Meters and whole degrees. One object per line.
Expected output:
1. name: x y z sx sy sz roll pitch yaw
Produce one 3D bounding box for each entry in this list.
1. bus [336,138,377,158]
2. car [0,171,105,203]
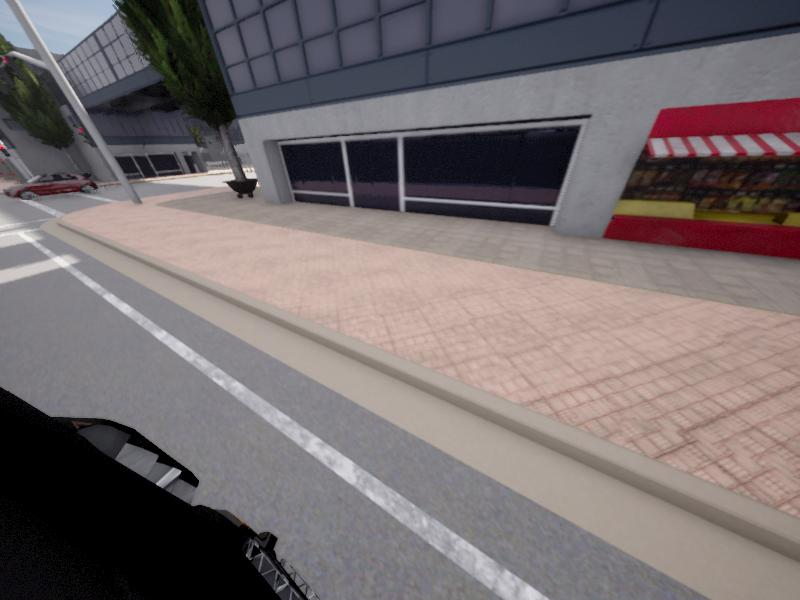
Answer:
1. bus: -11.894 -41.613 63.414 10.273 4.253 3.944 16 38 25
2. car: -25.026 -8.216 16.595 1.816 1.474 4.193 15 38 25
